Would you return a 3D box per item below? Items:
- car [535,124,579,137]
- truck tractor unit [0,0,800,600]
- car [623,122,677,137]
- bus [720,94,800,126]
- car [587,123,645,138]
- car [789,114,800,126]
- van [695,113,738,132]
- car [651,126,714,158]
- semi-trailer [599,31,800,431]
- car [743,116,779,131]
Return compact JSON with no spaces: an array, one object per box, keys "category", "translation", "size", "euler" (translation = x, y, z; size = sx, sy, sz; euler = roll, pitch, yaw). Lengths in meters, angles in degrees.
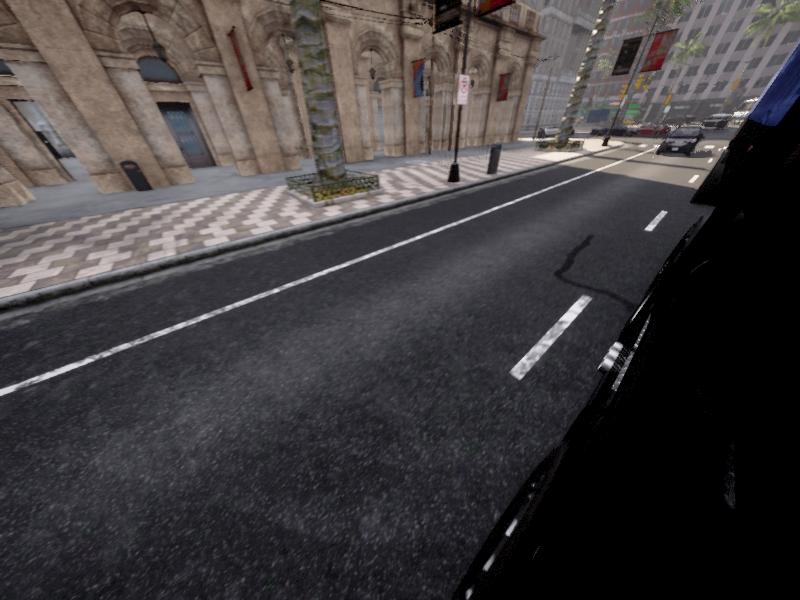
[{"category":"car","translation":[24.136,-26.143,35.706],"size":[2.038,1.542,4.974],"euler":[-28,44,-30]},{"category":"truck tractor unit","translation":[2.645,-0.295,0.351],"size":[6.516,4.208,3.053],"euler":[-28,44,-30]},{"category":"car","translation":[32.891,-22.532,30.566],"size":[1.994,1.385,4.181],"euler":[-16,39,-18]},{"category":"bus","translation":[68.685,-35.731,43.713],"size":[3.944,4.253,10.273],"euler":[10,39,15]},{"category":"car","translation":[28.993,-22.896,31.243],"size":[2.033,1.411,5.357],"euler":[-30,45,-32]},{"category":"car","translation":[67.876,-29.888,38.224],"size":[1.801,1.575,5.366],"euler":[22,43,29]},{"category":"van","translation":[46.021,-25.833,33.664],"size":[4.480,2.038,2.069],"euler":[-20,41,-22]},{"category":"car","translation":[18.654,-10.508,15.259],"size":[3.633,1.501,1.845],"euler":[-29,44,-31]},{"category":"semi-trailer","translation":[8.641,-3.638,4.293],"size":[14.254,4.402,2.717],"euler":[-29,44,-30]},{"category":"car","translation":[51.228,-25.102,32.873],"size":[4.792,1.488,2.163],"euler":[-29,44,-31]}]
